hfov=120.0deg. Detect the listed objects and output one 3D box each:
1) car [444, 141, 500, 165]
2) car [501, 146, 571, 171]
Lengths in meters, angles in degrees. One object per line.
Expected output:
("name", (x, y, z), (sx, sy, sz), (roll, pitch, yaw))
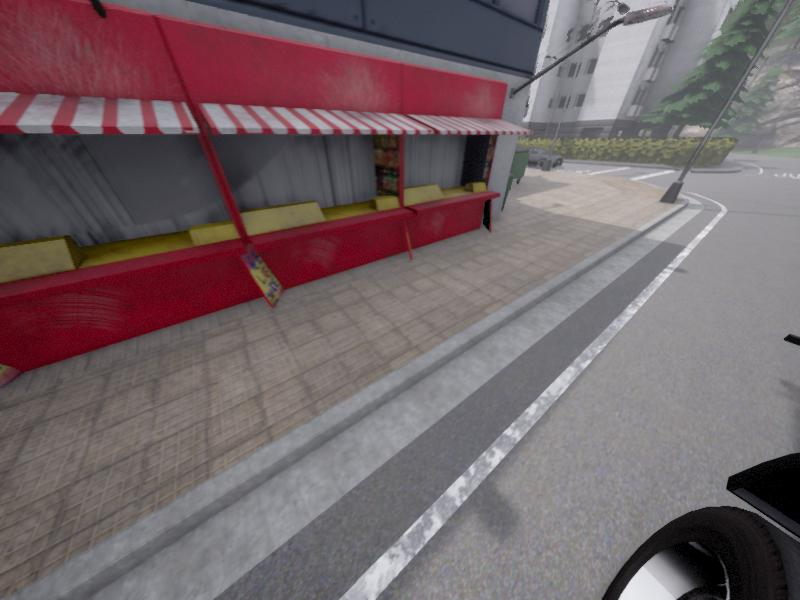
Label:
("car", (6.918, -14.529, 22.699), (2.242, 1.667, 4.611), (-23, 41, -29))
("car", (10.741, -11.444, 18.556), (1.994, 1.385, 4.181), (-23, 41, -29))
